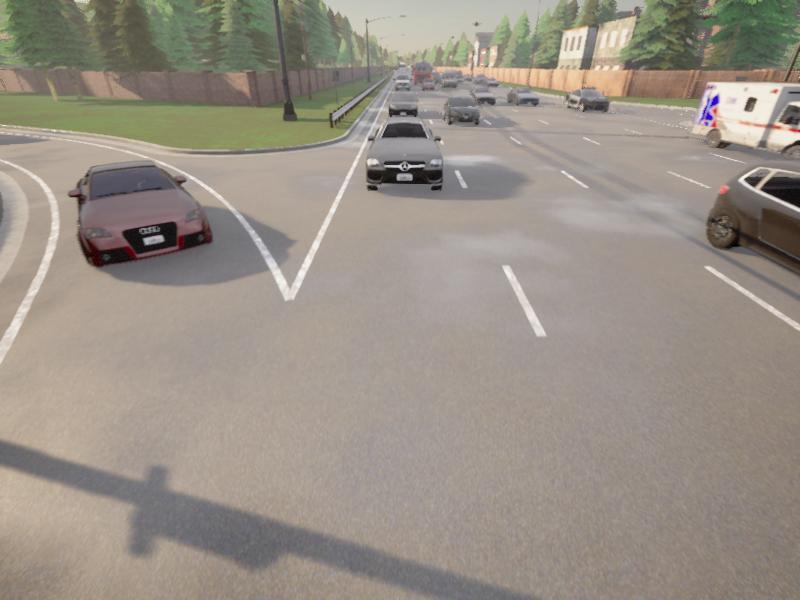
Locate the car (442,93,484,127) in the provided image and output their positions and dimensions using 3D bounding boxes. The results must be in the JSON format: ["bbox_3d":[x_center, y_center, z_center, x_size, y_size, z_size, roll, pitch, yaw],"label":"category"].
[{"bbox_3d":[3.701,-11.610,24.335,1.837,1.490,4.892,0,30,0],"label":"car"}]

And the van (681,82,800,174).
[{"bbox_3d":[14.148,-6.743,15.093,2.351,2.431,6.366,0,30,0],"label":"van"}]

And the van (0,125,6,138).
[{"bbox_3d":[-21.883,-8.923,19.210,4.480,2.038,2.069,14,33,22],"label":"van"}]

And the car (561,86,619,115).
[{"bbox_3d":[14.236,-15.262,30.417,1.930,1.638,5.238,0,30,0],"label":"car"}]

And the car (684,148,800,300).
[{"bbox_3d":[7.097,-0.995,6.030,2.242,1.667,4.611,0,30,0],"label":"car"}]

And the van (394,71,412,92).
[{"bbox_3d":[0.372,-30.065,54.919,2.351,2.431,6.366,0,30,0],"label":"van"}]

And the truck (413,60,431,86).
[{"bbox_3d":[3.974,-41.592,73.208,2.891,3.827,8.468,0,30,0],"label":"truck"}]

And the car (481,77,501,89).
[{"bbox_3d":[14.421,-34.572,63.633,2.033,1.411,5.357,0,30,0],"label":"car"}]

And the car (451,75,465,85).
[{"bbox_3d":[10.991,-41.710,75.822,1.970,1.475,3.806,0,30,0],"label":"car"}]

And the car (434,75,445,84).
[{"bbox_3d":[7.492,-41.978,76.106,1.845,1.501,3.633,0,30,0],"label":"car"}]

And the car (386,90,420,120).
[{"bbox_3d":[0.218,-13.566,27.685,2.163,1.488,4.792,0,30,0],"label":"car"}]

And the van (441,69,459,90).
[{"bbox_3d":[7.401,-33.183,60.128,1.988,2.561,5.915,0,30,0],"label":"van"}]

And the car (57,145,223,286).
[{"bbox_3d":[-5.306,-1.977,8.012,1.994,1.385,4.181,-20,36,-31],"label":"car"}]

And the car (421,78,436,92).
[{"bbox_3d":[3.872,-29.513,54.862,1.845,1.501,3.633,0,30,0],"label":"car"}]

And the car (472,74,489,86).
[{"bbox_3d":[14.469,-39.607,71.839,2.097,1.767,4.553,0,30,0],"label":"car"}]

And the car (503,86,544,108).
[{"bbox_3d":[10.761,-17.986,35.313,2.033,1.411,5.357,0,30,0],"label":"car"}]

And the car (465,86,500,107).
[{"bbox_3d":[7.263,-18.297,35.846,2.033,1.411,5.357,0,30,0],"label":"car"}]

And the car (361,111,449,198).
[{"bbox_3d":[0.135,-4.720,12.442,2.152,1.651,5.027,0,30,0],"label":"car"}]
